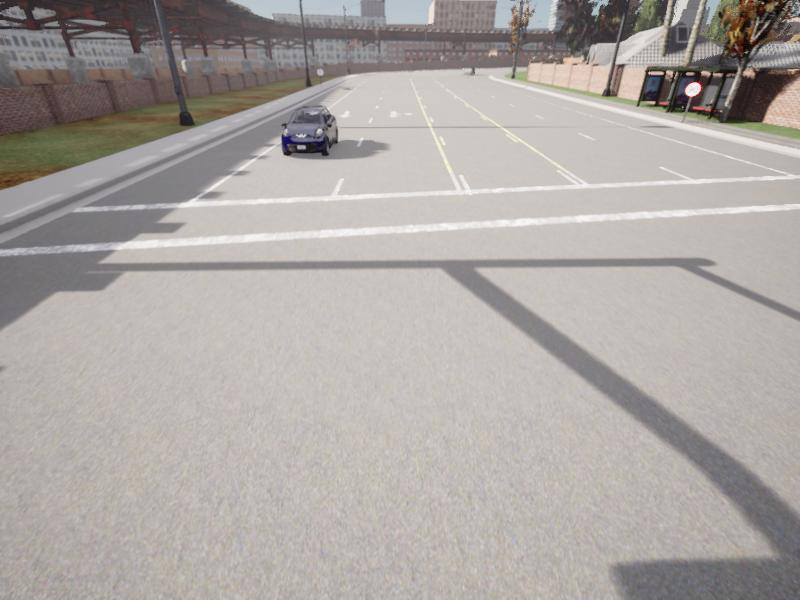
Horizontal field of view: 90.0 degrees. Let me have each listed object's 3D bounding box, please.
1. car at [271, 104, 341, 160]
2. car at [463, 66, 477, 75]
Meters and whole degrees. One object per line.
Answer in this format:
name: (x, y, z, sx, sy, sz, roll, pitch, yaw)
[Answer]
car: (-3.493, -6.637, 15.587, 1.845, 1.501, 3.633, 0, 31, 0)
car: (13.437, -43.991, 76.611, 1.845, 1.501, 3.633, 12, 33, 19)
